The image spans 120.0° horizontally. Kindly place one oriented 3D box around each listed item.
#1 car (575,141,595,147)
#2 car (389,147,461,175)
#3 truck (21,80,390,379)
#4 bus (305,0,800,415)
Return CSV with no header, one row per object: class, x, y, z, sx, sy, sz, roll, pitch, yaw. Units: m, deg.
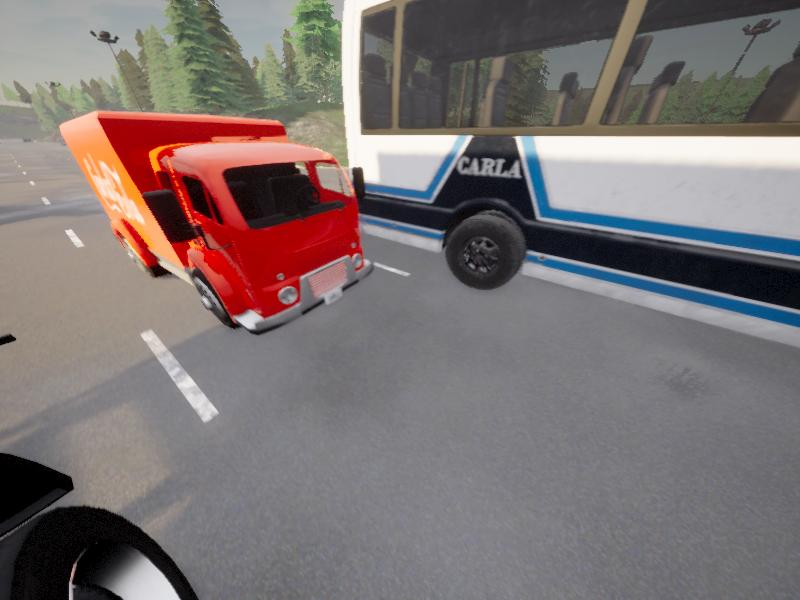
car,60.554,-51.044,75.661,4.674,1.442,1.812,23,41,28
car,1.719,-10.481,17.377,5.027,1.651,2.152,-1,35,-2
truck,-3.066,-1.593,3.996,5.204,2.467,2.627,22,41,28
bus,4.028,-1.971,3.056,10.273,4.253,3.944,22,41,28
